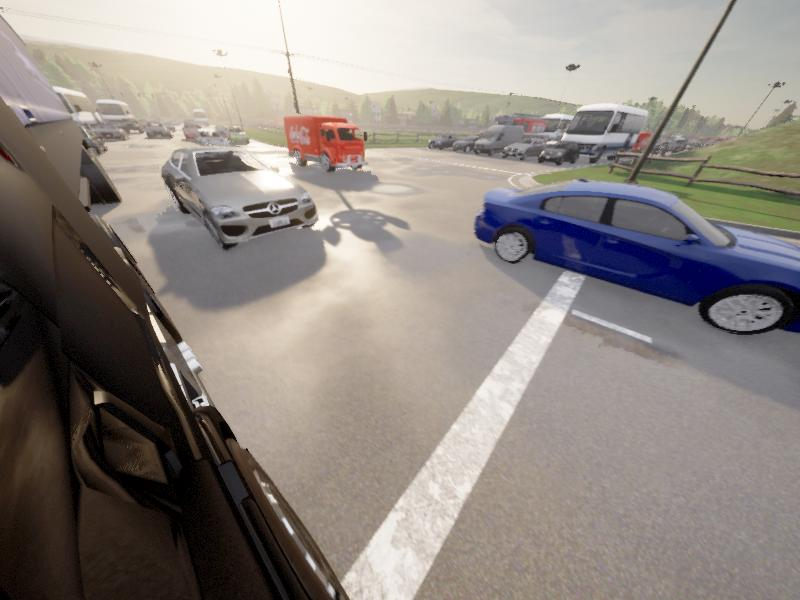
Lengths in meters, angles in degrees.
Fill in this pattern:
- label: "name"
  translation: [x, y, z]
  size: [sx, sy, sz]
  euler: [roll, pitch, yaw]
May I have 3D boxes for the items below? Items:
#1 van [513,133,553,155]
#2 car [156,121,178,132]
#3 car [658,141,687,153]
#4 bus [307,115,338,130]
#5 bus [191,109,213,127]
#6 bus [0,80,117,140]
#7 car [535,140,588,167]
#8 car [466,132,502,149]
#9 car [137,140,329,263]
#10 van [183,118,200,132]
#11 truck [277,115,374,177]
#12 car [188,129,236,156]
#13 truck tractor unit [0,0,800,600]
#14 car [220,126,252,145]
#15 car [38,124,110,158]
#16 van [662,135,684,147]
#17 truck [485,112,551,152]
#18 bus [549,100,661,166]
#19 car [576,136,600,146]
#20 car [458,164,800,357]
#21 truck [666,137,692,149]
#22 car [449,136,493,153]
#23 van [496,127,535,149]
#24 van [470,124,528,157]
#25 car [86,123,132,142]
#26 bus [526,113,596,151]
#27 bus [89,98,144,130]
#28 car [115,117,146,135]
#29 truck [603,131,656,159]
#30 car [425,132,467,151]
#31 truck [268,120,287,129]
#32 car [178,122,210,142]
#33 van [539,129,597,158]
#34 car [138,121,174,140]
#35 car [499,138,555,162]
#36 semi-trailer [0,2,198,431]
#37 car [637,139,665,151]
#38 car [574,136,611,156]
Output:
- label: "van"
  translation: [15.850, -18.677, 27.572]
  size: [4.442, 1.987, 1.775]
  euler: [-23, 44, -29]
- label: "car"
  translation: [-41.675, -31.106, 41.446]
  size: [2.163, 1.488, 4.792]
  euler: [-22, 43, -29]
- label: "car"
  translation: [46.959, -26.330, 39.772]
  size: [4.902, 1.511, 2.128]
  euler: [-23, 44, -29]
- label: "bus"
  translation: [-30.319, -69.940, 91.232]
  size: [10.273, 4.253, 3.944]
  euler: [-23, 44, -29]
- label: "bus"
  translation: [-64.673, -59.299, 75.322]
  size: [3.944, 4.253, 10.273]
  euler: [-22, 43, -29]
- label: "bus"
  translation: [-35.910, -20.234, 25.028]
  size: [3.944, 4.253, 10.273]
  euler: [-22, 44, -29]
- label: "car"
  translation: [13.460, -12.281, 19.278]
  size: [3.988, 1.617, 1.851]
  euler: [-23, 44, -29]
- label: "car"
  translation: [11.597, -22.090, 31.964]
  size: [4.605, 1.855, 1.932]
  euler: [-23, 44, -29]
- label: "car"
  translation: [-4.325, -2.891, 5.878]
  size: [5.027, 1.651, 2.152]
  euler: [29, 45, 31]
- label: "van"
  translation: [-41.249, -34.556, 45.624]
  size: [1.775, 1.987, 4.442]
  euler: [-22, 43, -29]
- label: "truck"
  translation: [-4.240, -8.942, 13.201]
  size: [5.204, 2.467, 2.627]
  euler: [31, 46, 33]
- label: "car"
  translation: [-14.595, -12.287, 17.918]
  size: [1.970, 1.475, 3.806]
  euler: [-27, 46, -33]
- label: "truck tractor unit"
  translation: [-2.645, -0.295, 0.352]
  size: [6.516, 4.208, 3.053]
  euler: [28, 44, 30]
- label: "car"
  translation: [-18.378, -18.451, 25.852]
  size: [2.007, 1.525, 4.514]
  euler: [-24, 44, -30]
- label: "car"
  translation: [-20.878, -10.404, 15.027]
  size: [1.789, 1.549, 3.705]
  euler: [-26, 45, -32]
- label: "van"
  translation: [75.202, -43.894, 63.641]
  size: [5.915, 2.561, 1.988]
  euler: [-23, 44, -29]
- label: "truck"
  translation: [15.451, -21.857, 30.239]
  size: [8.468, 3.827, 2.891]
  euler: [-23, 44, -29]
- label: "bus"
  translation: [19.637, -15.825, 22.107]
  size: [10.273, 4.253, 3.944]
  euler: [-23, 44, -29]
- label: "car"
  translation: [40.349, -34.097, 49.598]
  size: [5.238, 1.638, 1.930]
  euler: [-23, 44, -29]
- label: "car"
  translation: [3.888, -1.228, 4.173]
  size: [5.008, 1.535, 1.882]
  euler: [27, 44, 29]
- label: "truck"
  translation: [66.408, -37.380, 54.937]
  size: [6.274, 2.098, 2.390]
  euler: [-23, 44, -29]
- label: "car"
  translation: [8.164, -17.872, 26.508]
  size: [4.892, 1.490, 1.837]
  euler: [-23, 44, -29]
- label: "van"
  translation: [17.776, -24.953, 35.537]
  size: [5.915, 2.561, 1.988]
  euler: [-23, 44, -29]
- label: "van"
  translation: [10.286, -16.554, 24.003]
  size: [5.915, 2.561, 1.988]
  euler: [-23, 44, -29]
- label: "car"
  translation: [-29.650, -17.175, 23.698]
  size: [1.994, 1.385, 4.181]
  euler: [-23, 44, -29]
- label: "bus"
  translation: [24.921, -25.916, 35.766]
  size: [10.273, 4.253, 3.944]
  euler: [-23, 44, -29]
- label: "bus"
  translation: [-53.557, -35.372, 44.177]
  size: [3.944, 4.253, 10.273]
  euler: [-22, 43, -29]
- label: "car"
  translation: [-38.675, -25.101, 33.304]
  size: [1.905, 1.878, 3.866]
  euler: [-22, 43, -29]
- label: "truck"
  translation: [27.280, -18.441, 27.458]
  size: [5.204, 2.467, 2.627]
  euler: [-23, 44, -30]
- label: "car"
  translation: [5.636, -19.498, 28.385]
  size: [4.611, 1.667, 2.242]
  euler: [-23, 44, -30]
- label: "truck"
  translation: [-44.272, -63.522, 83.473]
  size: [5.204, 2.467, 2.627]
  euler: [-23, 44, -29]
- label: "car"
  translation: [-24.579, -20.123, 27.622]
  size: [2.242, 1.667, 4.611]
  euler: [-23, 44, -29]
- label: "van"
  translation: [18.651, -17.408, 25.670]
  size: [6.366, 2.431, 2.351]
  euler: [-23, 44, -29]
- label: "car"
  translation: [-29.257, -20.531, 27.917]
  size: [2.242, 1.667, 4.611]
  euler: [-22, 44, -29]
- label: "car"
  translation: [12.036, -14.306, 21.877]
  size: [5.027, 1.651, 2.152]
  euler: [-23, 44, -29]
- label: "semi-trailer"
  translation: [-8.504, -3.718, 4.425]
  size: [14.254, 4.402, 2.717]
  euler: [30, 45, 32]
- label: "car"
  translation: [47.276, -29.104, 43.428]
  size: [4.611, 1.667, 2.242]
  euler: [-23, 44, -29]
- label: "car"
  translation: [24.491, -19.657, 29.404]
  size: [3.866, 1.878, 1.905]
  euler: [-23, 44, -29]
